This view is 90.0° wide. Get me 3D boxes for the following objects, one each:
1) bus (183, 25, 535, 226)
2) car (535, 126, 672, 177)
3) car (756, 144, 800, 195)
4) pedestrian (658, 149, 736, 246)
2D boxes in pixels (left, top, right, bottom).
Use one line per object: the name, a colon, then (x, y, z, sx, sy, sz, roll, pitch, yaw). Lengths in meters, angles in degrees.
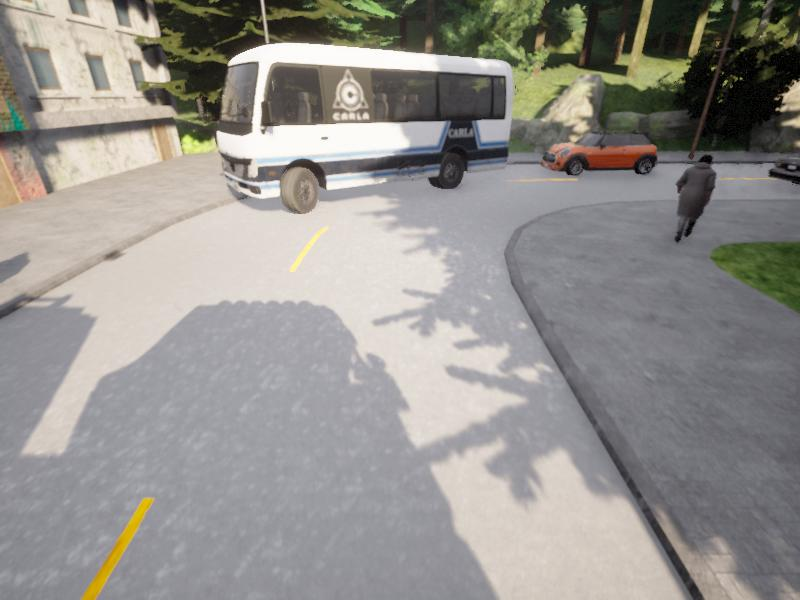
bus: (-0.706, -5.797, 13.321, 10.273, 4.253, 3.944, -18, 31, -32)
car: (8.583, -6.461, 17.276, 4.553, 1.767, 2.097, -2, 27, -4)
car: (16.339, -4.628, 14.119, 5.357, 1.411, 2.033, 0, 27, 1)
pedestrian: (6.398, -2.232, 8.673, 0.751, 1.860, 0.751, -25, 36, -39)
